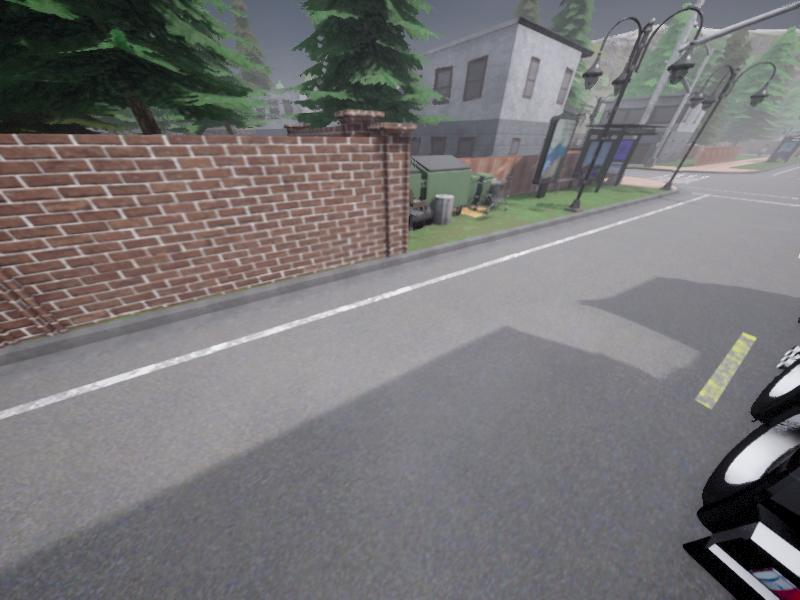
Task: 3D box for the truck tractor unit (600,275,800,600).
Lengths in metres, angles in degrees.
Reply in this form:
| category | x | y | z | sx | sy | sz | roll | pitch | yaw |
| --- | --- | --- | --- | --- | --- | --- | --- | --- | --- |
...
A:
| category | x | y | z | sx | sy | sz | roll | pitch | yaw |
| --- | --- | --- | --- | --- | --- | --- | --- | --- | --- |
| truck tractor unit | 5.128 | -0.284 | 0.756 | 6.516 | 4.208 | 3.053 | -18 | 39 | -23 |

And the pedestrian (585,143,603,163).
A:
| category | x | y | z | sx | sy | sz | roll | pitch | yaw |
| --- | --- | --- | --- | --- | --- | --- | --- | --- | --- |
| pedestrian | 21.941 | -16.664 | 26.144 | 0.751 | 1.860 | 0.751 | -17 | 39 | -24 |
